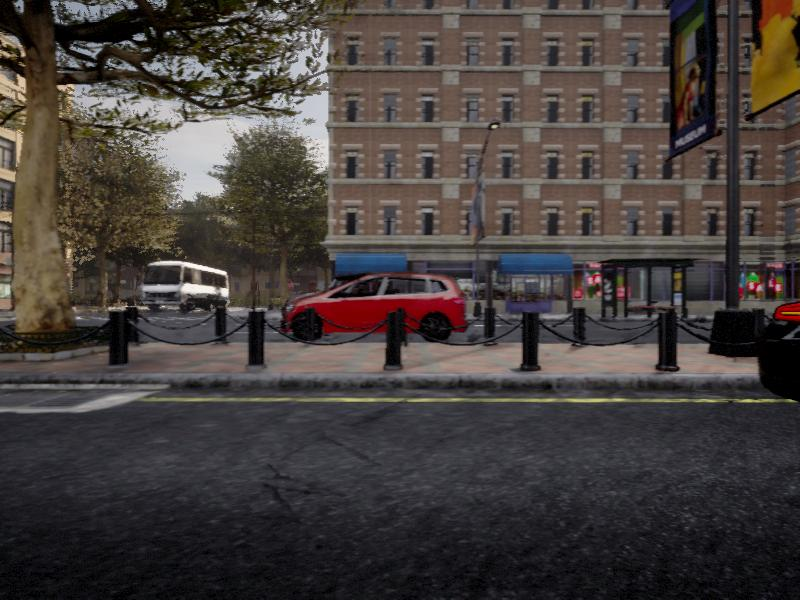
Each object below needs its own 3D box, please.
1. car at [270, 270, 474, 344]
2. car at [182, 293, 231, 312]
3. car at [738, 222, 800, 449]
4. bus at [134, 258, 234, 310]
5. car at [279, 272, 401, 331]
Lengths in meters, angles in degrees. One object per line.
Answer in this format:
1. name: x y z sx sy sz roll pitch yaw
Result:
1. car: -0.625 0.154 10.140 4.611 1.667 2.242 0 0 1
2. car: -16.141 0.209 33.696 1.837 1.490 4.892 0 0 -1
3. car: 5.211 0.238 2.202 4.974 1.542 2.038 0 0 0
4. bus: -19.581 -1.163 37.523 3.944 4.253 10.273 0 -2 -1
5. car: -1.918 0.039 13.709 3.866 1.878 1.905 0 0 1
